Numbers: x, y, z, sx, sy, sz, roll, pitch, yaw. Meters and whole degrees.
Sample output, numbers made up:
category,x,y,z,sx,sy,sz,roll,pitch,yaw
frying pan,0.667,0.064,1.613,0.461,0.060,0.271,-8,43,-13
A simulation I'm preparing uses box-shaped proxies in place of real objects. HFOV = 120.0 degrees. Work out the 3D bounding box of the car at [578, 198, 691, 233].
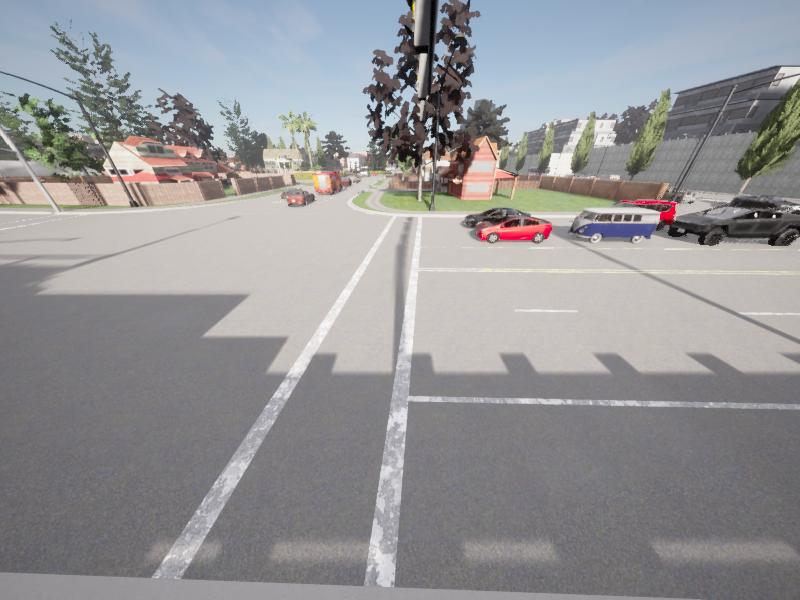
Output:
category,x,y,z,sx,sy,sz,roll,pitch,yaw
car,17.412,-6.452,17.539,5.566,2.045,2.150,1,30,2

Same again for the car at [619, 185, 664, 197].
category,x,y,z,sx,sy,sz,roll,pitch,yaw
car,39.957,-18.177,38.495,2.033,1.411,5.357,0,30,1

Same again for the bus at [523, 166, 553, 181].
category,x,y,z,sx,sy,sz,roll,pitch,yaw
bus,48.598,-44.860,81.827,3.944,4.253,10.273,0,30,1

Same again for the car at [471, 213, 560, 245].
category,x,y,z,sx,sy,sz,roll,pitch,yaw
car,7.219,-4.633,14.904,4.514,1.525,2.007,1,30,1

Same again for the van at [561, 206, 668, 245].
category,x,y,z,sx,sy,sz,roll,pitch,yaw
van,13.318,-4.758,14.662,4.442,1.987,1.775,1,30,1

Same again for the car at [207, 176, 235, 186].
category,x,y,z,sx,sy,sz,roll,pitch,yaw
car,-41.730,-27.833,53.957,4.605,1.855,1.932,0,30,0

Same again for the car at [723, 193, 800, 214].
category,x,y,z,sx,sy,sz,roll,pitch,yaw
car,39.723,-10.565,25.195,2.128,1.511,4.902,1,30,1

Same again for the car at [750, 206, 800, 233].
category,x,y,z,sx,sy,sz,roll,pitch,yaw
car,30.296,-6.205,17.677,3.806,1.475,1.970,-5,30,-8

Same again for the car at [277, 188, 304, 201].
category,x,y,z,sx,sy,sz,roll,pitch,yaw
car,-16.210,-15.800,34.405,1.994,1.385,4.181,0,30,0

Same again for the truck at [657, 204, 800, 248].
category,x,y,z,sx,sy,sz,roll,pitch,yaw
truck,20.976,-4.667,14.390,6.274,2.098,2.390,1,30,2

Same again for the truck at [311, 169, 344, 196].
category,x,y,z,sx,sy,sz,roll,pitch,yaw
truck,-12.761,-21.348,41.555,2.891,3.827,8.468,0,30,0

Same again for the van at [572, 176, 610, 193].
category,x,y,z,sx,sy,sz,roll,pitch,yaw
van,36.561,-22.322,44.528,1.988,2.561,5.915,0,30,1

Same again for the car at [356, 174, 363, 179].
category,x,y,z,sx,sy,sz,roll,pitch,yaw
car,-16.387,-49.901,93.256,1.801,1.575,5.366,0,30,0

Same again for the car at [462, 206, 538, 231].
category,x,y,z,sx,sy,sz,roll,pitch,yaw
car,7.532,-6.367,17.939,4.892,1.490,1.837,1,30,1

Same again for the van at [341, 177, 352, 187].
category,x,y,z,sx,sy,sz,roll,pitch,yaw
van,-12.925,-28.580,55.917,1.775,1.987,4.442,-1,30,-2

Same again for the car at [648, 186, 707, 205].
category,x,y,z,sx,sy,sz,roll,pitch,yaw
car,36.321,-13.831,30.490,1.932,1.855,4.605,0,29,1

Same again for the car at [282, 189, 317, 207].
category,x,y,z,sx,sy,sz,roll,pitch,yaw
car,-12.704,-13.192,29.642,2.152,1.651,5.027,0,30,0
